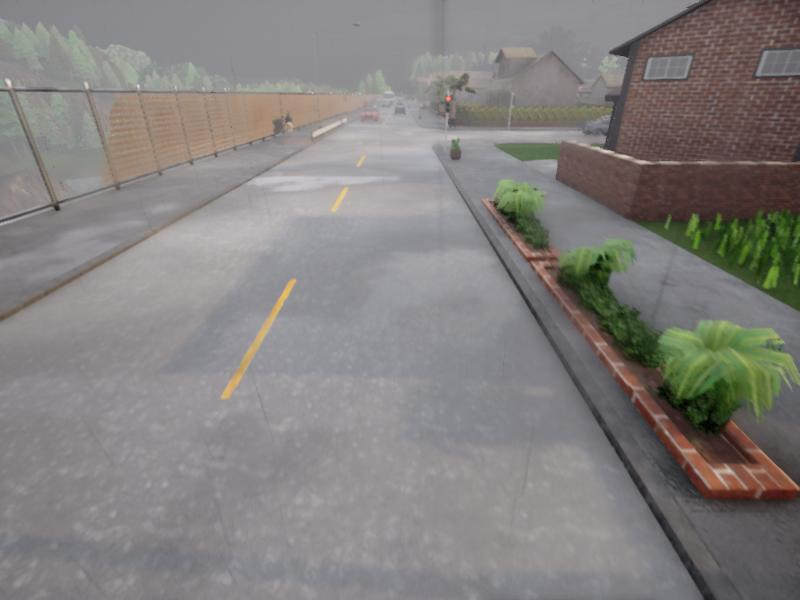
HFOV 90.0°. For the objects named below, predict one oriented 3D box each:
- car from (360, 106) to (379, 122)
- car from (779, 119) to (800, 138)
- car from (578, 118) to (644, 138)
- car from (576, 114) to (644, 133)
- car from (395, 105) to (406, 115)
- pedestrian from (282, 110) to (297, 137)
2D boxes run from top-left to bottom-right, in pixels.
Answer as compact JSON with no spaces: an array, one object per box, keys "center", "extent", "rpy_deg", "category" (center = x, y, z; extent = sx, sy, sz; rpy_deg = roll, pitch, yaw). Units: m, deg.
[{"center":[-3.964,-24.402,52.396],"extent":[2.097,1.767,4.553],"rpy_deg":[0,27,0],"category":"car"},{"center":[34.886,-14.254,33.170],"extent":[4.718,1.301,1.895],"rpy_deg":[1,27,1],"category":"car"},{"center":[17.378,-14.255,33.060],"extent":[4.181,1.385,1.994],"rpy_deg":[0,27,0],"category":"car"},{"center":[19.051,-16.116,36.517],"extent":[5.008,1.535,1.882],"rpy_deg":[0,27,1],"category":"car"},{"center":[0.008,-33.743,70.950],"extent":[1.882,1.535,5.008],"rpy_deg":[0,26,0],"category":"car"},{"center":[-8.625,-13.749,31.202],"extent":[0.751,1.860,0.751],"rpy_deg":[1,27,1],"category":"pedestrian"}]
